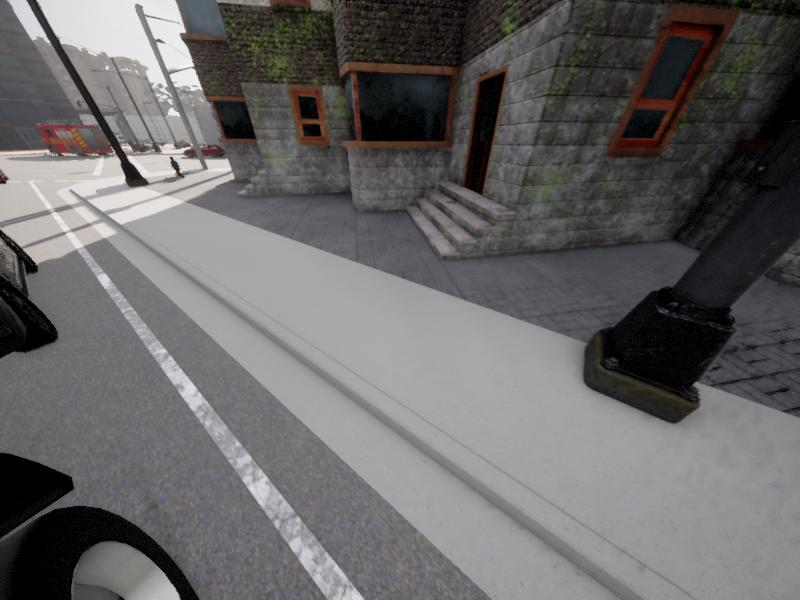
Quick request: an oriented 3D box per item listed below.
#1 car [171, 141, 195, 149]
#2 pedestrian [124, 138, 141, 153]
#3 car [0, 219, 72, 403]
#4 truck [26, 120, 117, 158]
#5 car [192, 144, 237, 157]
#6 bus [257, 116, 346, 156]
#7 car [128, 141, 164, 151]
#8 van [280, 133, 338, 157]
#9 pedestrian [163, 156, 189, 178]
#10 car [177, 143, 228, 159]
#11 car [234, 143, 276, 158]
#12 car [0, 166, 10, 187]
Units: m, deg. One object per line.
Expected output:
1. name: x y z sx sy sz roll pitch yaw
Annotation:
1. car: -49.946 -35.852 53.288 1.994 1.385 4.181 -4 35 -7
2. pedestrian: -39.541 -22.826 34.135 0.751 1.860 0.751 16 38 22
3. car: -6.715 -0.408 2.704 5.566 2.045 2.150 22 40 28
4. truck: -43.340 -21.342 30.610 8.468 3.827 2.891 12 37 16
5. car: -25.215 -20.467 31.533 4.181 1.385 1.994 -6 36 -8
6. bus: -13.097 -22.830 32.280 10.273 4.253 3.944 -6 36 -8
7. car: -48.118 -29.352 43.928 2.038 1.542 4.974 -5 35 -8
8. van: -11.639 -20.269 30.200 6.366 2.431 2.351 -6 36 -7
9. pedestrian: -13.116 -7.793 13.546 0.500 1.100 0.500 14 37 18
10. car: -24.397 -18.543 28.712 4.193 1.474 1.816 -6 36 -8
11. car: -18.430 -19.144 29.552 3.806 1.475 1.970 -6 36 -8
12. car: -23.820 -7.241 12.769 4.674 1.442 1.812 24 42 29
